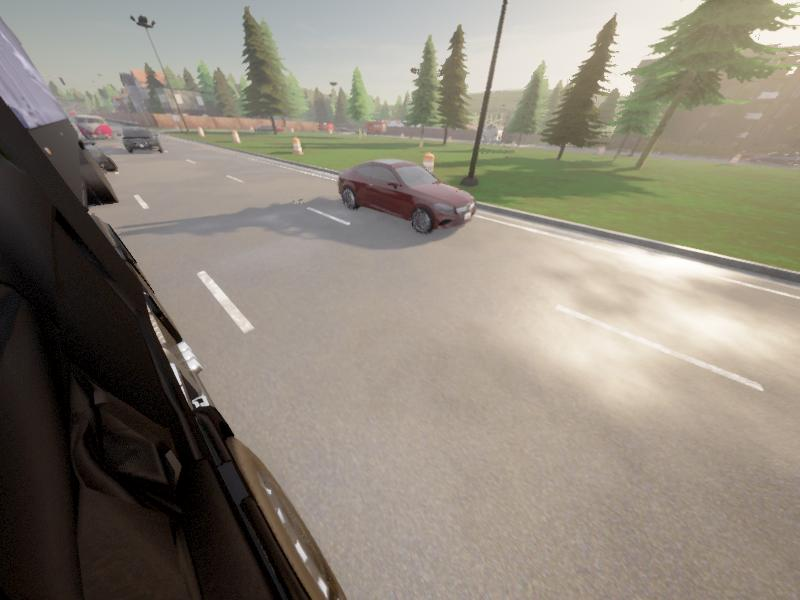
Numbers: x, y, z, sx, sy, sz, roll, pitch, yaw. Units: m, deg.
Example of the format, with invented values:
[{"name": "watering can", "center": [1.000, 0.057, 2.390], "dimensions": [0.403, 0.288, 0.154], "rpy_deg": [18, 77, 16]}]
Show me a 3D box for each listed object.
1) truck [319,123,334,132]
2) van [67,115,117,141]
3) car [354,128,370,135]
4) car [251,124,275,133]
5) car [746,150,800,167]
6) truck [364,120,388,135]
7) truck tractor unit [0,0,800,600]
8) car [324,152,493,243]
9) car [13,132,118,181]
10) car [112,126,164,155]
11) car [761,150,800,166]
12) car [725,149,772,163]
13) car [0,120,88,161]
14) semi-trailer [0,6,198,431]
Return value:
[{"name": "truck", "center": [-26.676, -62.754, 84.066], "dimensions": [5.204, 2.467, 2.627], "rpy_deg": [30, 44, 31]}, {"name": "van", "center": [-31.111, -17.544, 23.528], "dimensions": [1.775, 1.987, 4.442], "rpy_deg": [-23, 44, -30]}, {"name": "car", "center": [-12.195, -53.962, 73.991], "dimensions": [4.611, 1.667, 2.242], "rpy_deg": [30, 44, 31]}, {"name": "car", "center": [-33.313, -41.800, 56.375], "dimensions": [2.007, 1.525, 4.514], "rpy_deg": [25, 42, 27]}, {"name": "car", "center": [52.805, -20.012, 32.583], "dimensions": [3.988, 1.617, 1.851], "rpy_deg": [30, 44, 31]}, {"name": "truck", "center": [-8.228, -58.279, 78.117], "dimensions": [8.468, 3.827, 2.891], "rpy_deg": [30, 44, 31]}, {"name": "truck tractor unit", "center": [-2.645, -0.295, 0.351], "dimensions": [6.516, 4.208, 3.053], "rpy_deg": [28, 44, 30]}, {"name": "car", "center": [-0.025, -3.314, 6.897], "dimensions": [4.674, 1.442, 1.812], "rpy_deg": [29, 44, 31]}, {"name": "car", "center": [-14.820, -6.602, 10.436], "dimensions": [4.181, 1.385, 1.994], "rpy_deg": [30, 47, 32]}, {"name": "car", "center": [-19.101, -11.827, 17.043], "dimensions": [1.837, 1.490, 4.892], "rpy_deg": [-25, 45, -31]}, {"name": "car", "center": [56.994, -20.472, 33.418], "dimensions": [4.611, 1.667, 2.242], "rpy_deg": [30, 44, 31]}, {"name": "car", "center": [56.501, -23.509, 37.558], "dimensions": [3.705, 1.549, 1.789], "rpy_deg": [30, 44, 31]}, {"name": "car", "center": [-21.212, -9.712, 13.961], "dimensions": [5.027, 1.651, 2.152], "rpy_deg": [29, 44, 31]}, {"name": "semi-trailer", "center": [-8.527, -3.714, 4.393], "dimensions": [14.254, 4.402, 2.717], "rpy_deg": [30, 44, 32]}]
